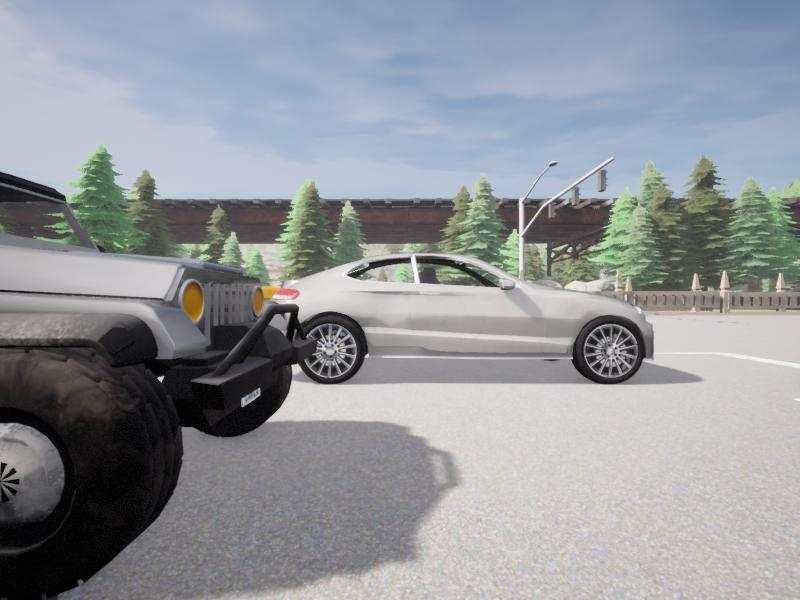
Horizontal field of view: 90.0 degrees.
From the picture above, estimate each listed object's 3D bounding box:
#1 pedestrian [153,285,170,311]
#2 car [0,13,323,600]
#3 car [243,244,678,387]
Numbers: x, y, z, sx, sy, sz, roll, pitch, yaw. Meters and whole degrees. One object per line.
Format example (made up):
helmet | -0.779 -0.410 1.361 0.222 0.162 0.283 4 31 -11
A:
pedestrian | -17.307 -0.117 29.025 0.751 1.860 0.751 0 0 2
car | -2.540 0.046 2.201 3.866 1.878 1.905 0 0 0
car | 0.697 0.181 5.701 5.027 1.651 2.152 0 0 0
